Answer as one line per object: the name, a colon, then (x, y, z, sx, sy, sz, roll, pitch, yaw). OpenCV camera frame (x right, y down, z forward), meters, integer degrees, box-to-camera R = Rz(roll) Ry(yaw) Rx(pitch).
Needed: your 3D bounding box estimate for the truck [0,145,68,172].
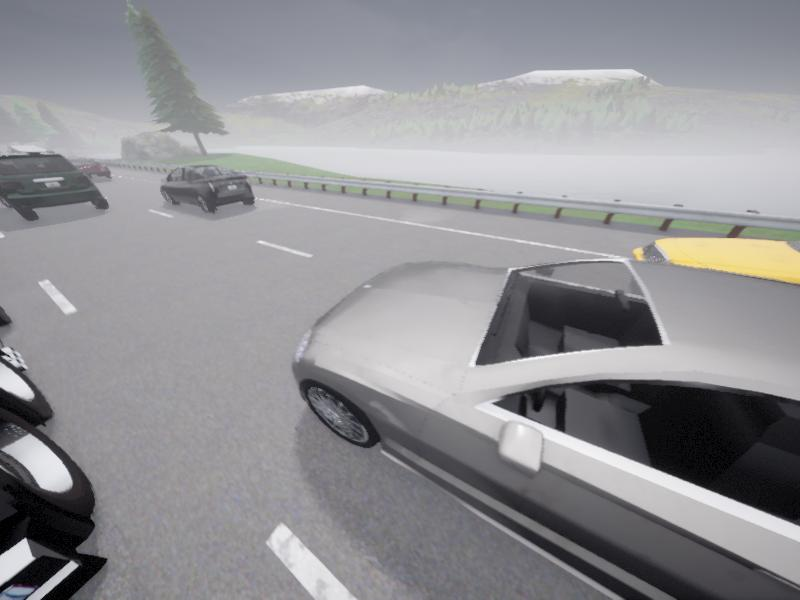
truck: (-37.013, -14.335, 23.272, 6.274, 2.098, 2.390, 18, 39, 24)

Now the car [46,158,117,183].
car: (-23.508, -9.640, 17.053, 4.718, 1.301, 1.895, 18, 39, 24)

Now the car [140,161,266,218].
car: (-8.182, -4.778, 9.667, 4.514, 1.525, 2.007, 18, 39, 24)

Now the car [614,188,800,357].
car: (6.396, -0.085, 2.691, 5.366, 1.575, 1.801, 18, 39, 24)

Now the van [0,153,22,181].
van: (-31.404, -10.193, 17.291, 4.480, 2.038, 2.069, 18, 39, 24)

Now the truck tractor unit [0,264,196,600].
truck tractor unit: (-5.114, -0.293, 0.794, 6.516, 4.208, 3.053, 18, 39, 24)

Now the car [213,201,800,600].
car: (1.508, 0.622, 1.693, 5.027, 1.651, 2.152, 18, 39, 24)

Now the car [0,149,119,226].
car: (-14.284, -4.659, 9.116, 5.566, 2.045, 2.150, 18, 39, 24)
